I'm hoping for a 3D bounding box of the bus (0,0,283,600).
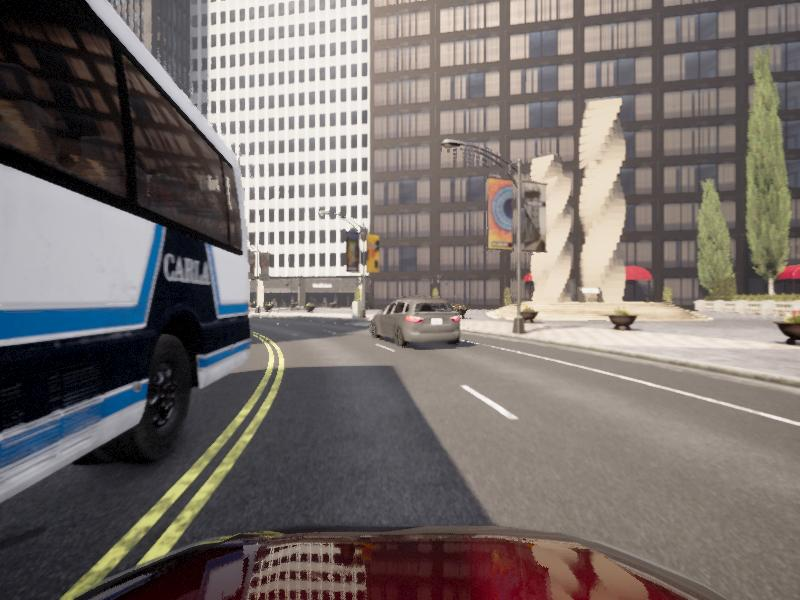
[{"bbox_3d":[-3.430,-0.533,1.717,3.944,4.253,10.273,0,0,-7],"label":"bus"}]

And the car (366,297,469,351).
[{"bbox_3d":[0.436,0.751,15.013,2.242,1.667,4.611,0,0,-20],"label":"car"}]
